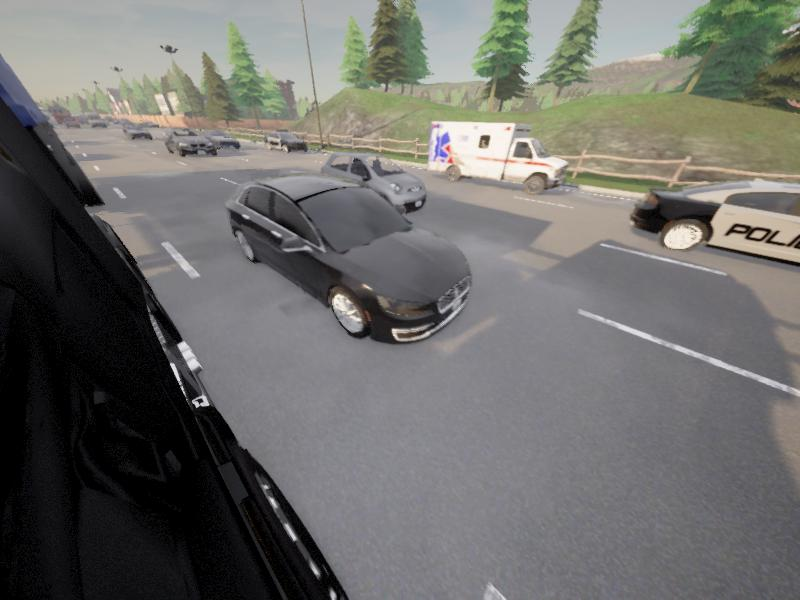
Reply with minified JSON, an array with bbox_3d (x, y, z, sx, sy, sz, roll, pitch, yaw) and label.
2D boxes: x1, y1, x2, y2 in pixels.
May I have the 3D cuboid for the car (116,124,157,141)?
[{"bbox_3d":[-30.463,-19.345,26.661,5.357,1.411,2.033,28,44,30],"label":"car"}]

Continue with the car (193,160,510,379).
[{"bbox_3d":[-1.175,-1.142,3.842,4.892,1.490,1.837,28,44,30],"label":"car"}]

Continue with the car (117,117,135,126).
[{"bbox_3d":[-73.986,-48.029,62.297,4.553,1.767,2.097,28,44,30],"label":"car"}]

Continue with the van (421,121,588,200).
[{"bbox_3d":[4.381,-6.803,10.912,6.366,2.431,2.351,28,44,30],"label":"van"}]

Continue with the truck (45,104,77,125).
[{"bbox_3d":[-85.554,-46.761,58.285,8.468,3.827,2.891,28,44,30],"label":"truck"}]

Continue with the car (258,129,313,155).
[{"bbox_3d":[-10.313,-14.262,20.742,5.238,1.638,1.930,28,44,30],"label":"car"}]

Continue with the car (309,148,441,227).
[{"bbox_3d":[-0.857,-3.728,7.282,3.633,1.501,1.845,28,44,30],"label":"car"}]

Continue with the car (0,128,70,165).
[{"bbox_3d":[-20.857,-8.732,13.031,4.181,1.385,1.994,27,44,30],"label":"car"}]

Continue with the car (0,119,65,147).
[{"bbox_3d":[-30.550,-14.004,19.338,5.027,1.651,2.152,28,44,30],"label":"car"}]

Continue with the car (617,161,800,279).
[{"bbox_3d":[8.362,-1.635,4.884,5.238,1.638,1.930,28,44,30],"label":"car"}]

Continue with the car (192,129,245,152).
[{"bbox_3d":[-16.826,-14.866,21.408,5.357,1.411,2.033,28,44,30],"label":"car"}]

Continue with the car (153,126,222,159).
[{"bbox_3d":[-15.372,-11.469,16.724,4.611,1.667,2.242,28,44,30],"label":"car"}]

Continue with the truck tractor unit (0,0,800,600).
[{"bbox_3d":[-2.645,-0.295,0.351,6.516,4.208,3.053,28,44,30],"label":"truck tractor unit"}]

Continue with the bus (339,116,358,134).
[{"bbox_3d":[-16.547,-55.846,73.711,3.944,4.253,10.273,-11,39,-18],"label":"bus"}]

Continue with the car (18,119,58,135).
[{"bbox_3d":[-45.582,-21.903,29.200,4.792,1.488,2.163,28,44,30],"label":"car"}]

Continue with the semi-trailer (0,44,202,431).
[{"bbox_3d":[-8.704,-3.581,4.253,14.254,4.402,2.717,28,44,30],"label":"semi-trailer"}]

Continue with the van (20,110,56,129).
[{"bbox_3d":[-61.746,-30.845,39.486,6.366,2.431,2.351,28,44,30],"label":"van"}]
